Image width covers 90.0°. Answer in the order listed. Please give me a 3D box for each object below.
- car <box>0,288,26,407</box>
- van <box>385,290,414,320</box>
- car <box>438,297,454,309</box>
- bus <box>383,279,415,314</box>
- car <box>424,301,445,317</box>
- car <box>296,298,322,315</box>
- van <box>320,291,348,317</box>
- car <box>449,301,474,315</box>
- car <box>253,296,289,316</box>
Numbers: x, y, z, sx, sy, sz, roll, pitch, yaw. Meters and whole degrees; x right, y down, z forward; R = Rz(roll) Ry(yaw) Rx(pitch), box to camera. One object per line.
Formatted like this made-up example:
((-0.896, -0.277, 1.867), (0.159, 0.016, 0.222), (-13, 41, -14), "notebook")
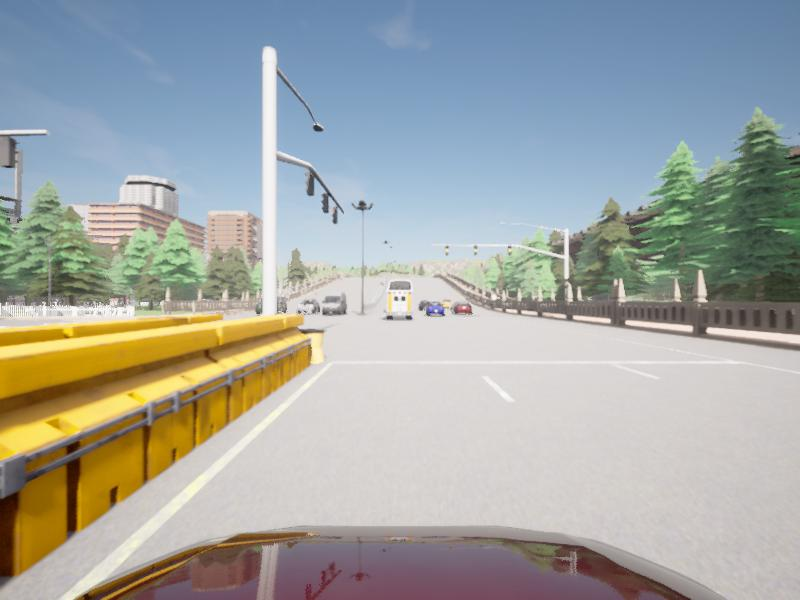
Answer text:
((-6.995, 0.700, 4.076), (2.097, 1.767, 4.553), (0, 0, 0), "car")
((-0.021, 0.417, 35.632), (2.351, 2.431, 6.366), (0, 0, 0), "van")
((7.098, 0.440, 61.921), (1.801, 1.575, 5.366), (0, 3, 0), "car")
((-0.055, -0.577, 54.438), (3.944, 4.253, 10.273), (0, 2, 0), "bus")
((3.547, 0.896, 41.330), (1.816, 1.474, 4.193), (0, 0, 0), "car")
((-10.446, 0.695, 46.181), (1.932, 1.855, 4.605), (0, 0, 0), "car")
((-6.955, 0.360, 42.968), (1.988, 2.561, 5.915), (0, 1, 0), "van")
((7.054, 0.894, 46.226), (2.163, 1.488, 4.792), (0, 0, 0), "car")
((-13.950, 0.615, 43.780), (2.150, 2.045, 5.566), (0, 0, 0), "car")
